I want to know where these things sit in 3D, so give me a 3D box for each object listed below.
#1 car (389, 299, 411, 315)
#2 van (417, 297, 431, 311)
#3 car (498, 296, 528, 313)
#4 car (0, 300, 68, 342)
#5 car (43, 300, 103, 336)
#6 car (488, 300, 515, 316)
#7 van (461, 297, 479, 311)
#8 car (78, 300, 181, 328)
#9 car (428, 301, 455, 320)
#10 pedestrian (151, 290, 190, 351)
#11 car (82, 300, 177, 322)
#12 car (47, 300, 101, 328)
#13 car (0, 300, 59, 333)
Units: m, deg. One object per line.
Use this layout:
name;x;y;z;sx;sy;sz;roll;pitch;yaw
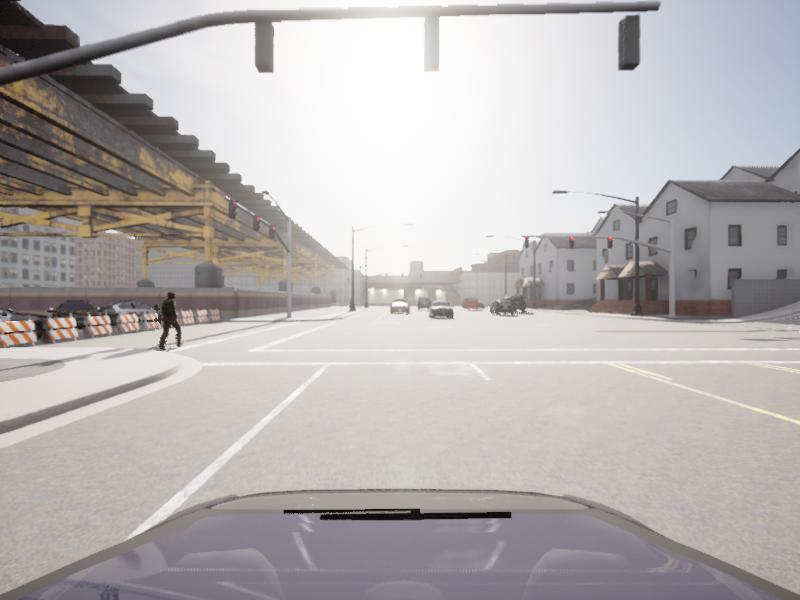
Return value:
car;0.000;0.716;44.692;2.242;1.667;4.611;0;0;0
van;3.510;0.547;58.162;1.775;1.987;4.442;0;0;0
car;13.939;0.525;49.781;2.150;2.045;5.566;0;0;1
car;-15.934;0.782;15.125;2.038;1.542;4.974;0;0;44
car;-15.945;0.778;19.733;2.038;1.542;4.974;0;0;-36
car;10.499;0.775;41.574;1.789;1.549;3.705;0;0;0
van;10.550;0.545;60.524;1.775;1.987;4.442;0;0;-1
car;-16.735;0.773;25.100;2.038;1.542;4.974;0;0;29
car;3.502;0.813;34.405;1.837;1.490;4.892;0;0;0
pedestrian;-7.181;0.626;12.558;0.751;1.860;0.751;0;0;12
car;-16.759;0.616;25.054;1.853;1.218;4.536;0;0;29
car;-15.976;0.621;19.774;1.853;1.218;4.536;0;0;-36
car;-15.969;0.625;15.087;1.853;1.218;4.536;0;0;44
